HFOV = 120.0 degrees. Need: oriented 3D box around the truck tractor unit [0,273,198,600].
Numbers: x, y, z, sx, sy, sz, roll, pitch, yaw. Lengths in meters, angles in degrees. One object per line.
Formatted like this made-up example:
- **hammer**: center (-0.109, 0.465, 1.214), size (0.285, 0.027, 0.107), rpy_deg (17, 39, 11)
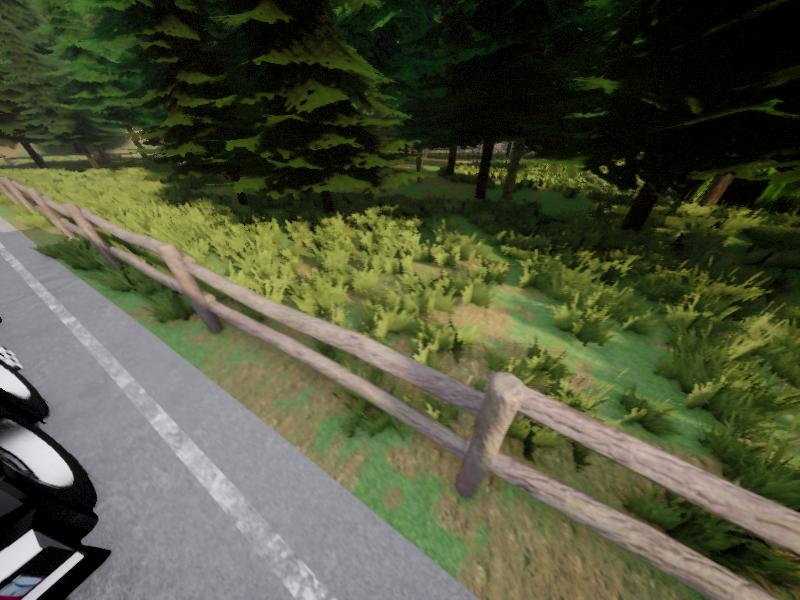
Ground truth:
- **truck tractor unit**: center (-5.127, -0.285, 0.758), size (6.516, 4.208, 3.053), rpy_deg (18, 39, 23)
